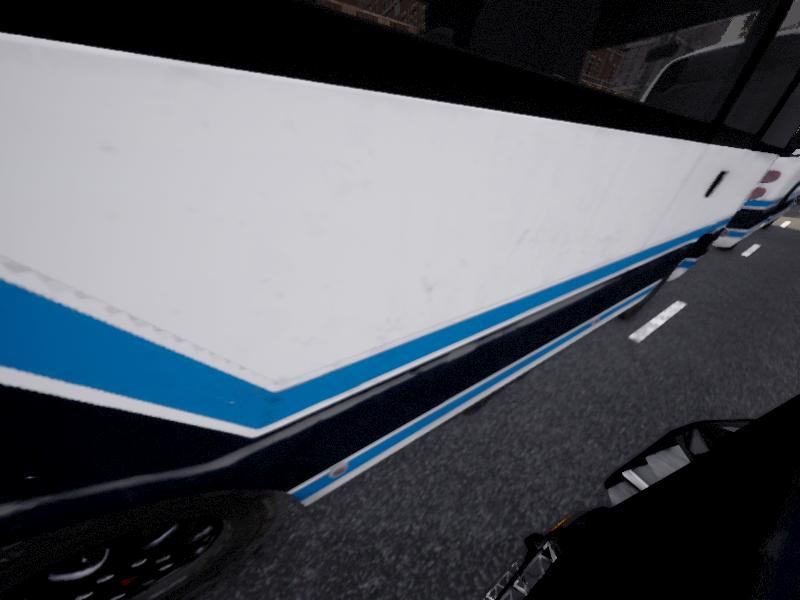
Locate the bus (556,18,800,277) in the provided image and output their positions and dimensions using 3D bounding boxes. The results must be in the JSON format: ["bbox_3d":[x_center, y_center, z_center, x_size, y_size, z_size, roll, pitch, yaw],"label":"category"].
[{"bbox_3d":[10.939,-4.558,7.703,10.273,4.253,3.944,-16,38,-26],"label":"bus"}]

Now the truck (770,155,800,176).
[{"bbox_3d":[91.231,-31.565,54.234,8.468,3.827,2.891,-21,40,-31],"label":"truck"}]

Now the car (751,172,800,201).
[{"bbox_3d":[30.414,-8.953,18.037,5.027,1.651,2.152,-16,38,-25],"label":"car"}]

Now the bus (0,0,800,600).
[{"bbox_3d":[0.007,-1.409,2.211,10.273,4.253,3.944,-16,38,-26],"label":"bus"}]

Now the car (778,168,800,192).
[{"bbox_3d":[39.235,-11.524,22.271,4.605,1.855,1.932,-15,37,-26],"label":"car"}]

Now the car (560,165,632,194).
[{"bbox_3d":[14.124,-8.760,16.687,4.514,1.525,2.007,-16,38,-26],"label":"car"}]

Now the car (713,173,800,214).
[{"bbox_3d":[21.296,-6.382,13.541,5.027,1.651,2.152,-16,38,-26],"label":"car"}]

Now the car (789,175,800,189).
[{"bbox_3d":[45.669,-13.162,25.541,4.892,1.490,1.837,-16,38,-25],"label":"car"}]
